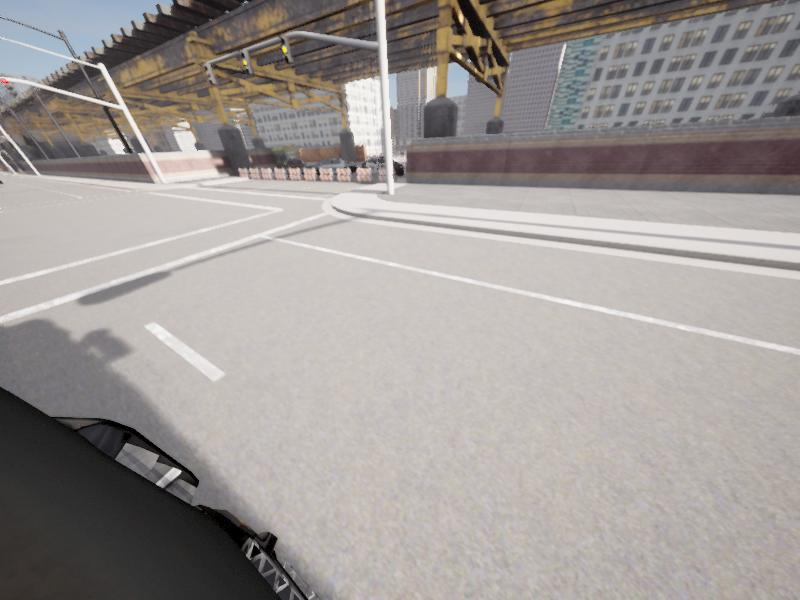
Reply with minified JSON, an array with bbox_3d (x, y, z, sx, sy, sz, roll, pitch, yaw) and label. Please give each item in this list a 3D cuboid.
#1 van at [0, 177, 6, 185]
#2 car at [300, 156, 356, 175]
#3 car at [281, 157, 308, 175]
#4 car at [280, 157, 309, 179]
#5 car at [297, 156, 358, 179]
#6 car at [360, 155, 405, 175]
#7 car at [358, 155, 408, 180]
[{"bbox_3d":[-55.089,-16.591,30.357,5.915,2.561,1.988,16,38,26],"label":"van"},{"bbox_3d":[-6.517,-12.521,21.414,4.536,1.218,1.853,-5,34,-4],"label":"car"},{"bbox_3d":[-10.573,-13.691,23.451,1.853,1.218,4.536,-11,35,-12],"label":"car"},{"bbox_3d":[-10.552,-13.533,23.497,2.038,1.542,4.974,-11,35,-12],"label":"car"},{"bbox_3d":[-6.563,-12.385,21.497,4.974,1.542,2.038,-5,34,-4],"label":"car"},{"bbox_3d":[-1.560,-11.588,19.669,1.853,1.218,4.536,-20,38,-24],"label":"car"},{"bbox_3d":[-1.527,-11.434,19.719,2.038,1.542,4.974,-20,38,-24],"label":"car"}]
